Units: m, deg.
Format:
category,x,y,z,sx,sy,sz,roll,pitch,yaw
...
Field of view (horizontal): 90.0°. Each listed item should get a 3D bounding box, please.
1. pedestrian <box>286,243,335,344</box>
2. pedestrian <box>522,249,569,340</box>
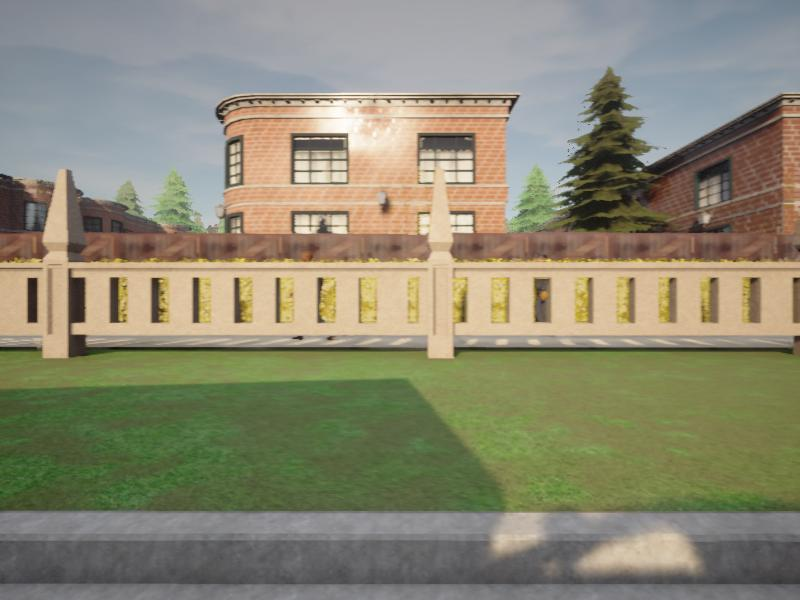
category,x,y,z,sx,sy,sz,roll,pitch,yaw
pedestrian,-1.716,-0.116,7.790,0.751,1.860,0.751,0,0,5
pedestrian,3.111,-0.114,8.627,0.751,1.860,0.751,0,0,0
